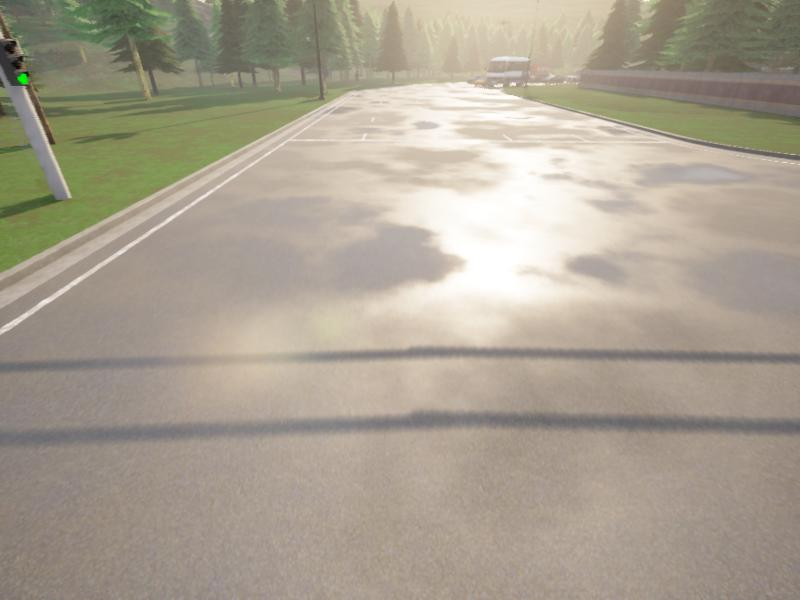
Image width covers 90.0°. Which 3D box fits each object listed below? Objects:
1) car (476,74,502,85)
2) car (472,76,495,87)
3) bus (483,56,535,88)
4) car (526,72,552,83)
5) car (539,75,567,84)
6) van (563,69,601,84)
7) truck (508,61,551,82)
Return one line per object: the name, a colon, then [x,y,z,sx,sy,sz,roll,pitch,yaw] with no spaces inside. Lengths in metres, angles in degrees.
car: [16.578,-41.078,74.537,4.856,1.649,2.033,-26,39,-37]
car: [14.213,-37.085,67.819,1.801,1.575,5.366,19,35,29]
bus: [18.168,-37.863,66.458,3.944,4.253,10.273,21,37,32]
car: [28.147,-44.943,80.913,4.605,1.855,1.932,-14,33,-22]
car: [30.085,-43.272,78.454,4.792,1.488,2.163,-14,33,-22]
van: [34.889,-42.833,76.755,6.366,2.431,2.351,-12,32,-19]
truck: [28.196,-49.674,87.060,8.468,3.827,2.891,-14,33,-22]
